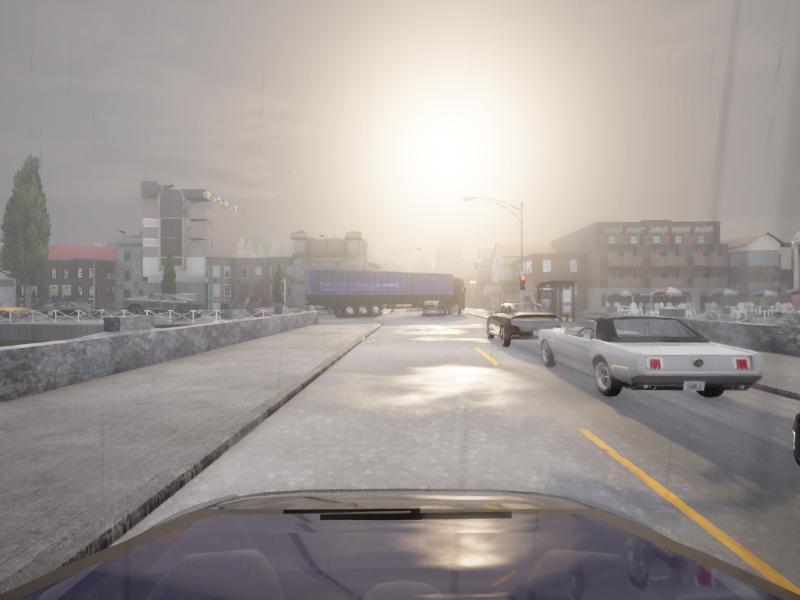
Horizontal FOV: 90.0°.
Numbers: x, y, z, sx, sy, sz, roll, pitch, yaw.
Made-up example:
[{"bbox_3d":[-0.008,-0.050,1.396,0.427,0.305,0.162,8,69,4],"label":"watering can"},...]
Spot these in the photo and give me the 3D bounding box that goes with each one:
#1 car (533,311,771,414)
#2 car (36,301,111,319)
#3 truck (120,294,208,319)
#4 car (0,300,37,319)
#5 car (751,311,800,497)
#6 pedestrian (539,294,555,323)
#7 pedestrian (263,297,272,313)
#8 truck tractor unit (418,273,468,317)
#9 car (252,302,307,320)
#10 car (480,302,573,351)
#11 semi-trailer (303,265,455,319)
[{"bbox_3d":[4.303,0.944,7.966,1.895,1.301,4.718,0,0,2],"label":"car"},{"bbox_3d":[-28.550,0.836,35.105,4.902,1.511,2.128,0,0,2],"label":"car"},{"bbox_3d":[-20.415,0.542,34.832,6.274,2.098,2.390,0,0,2],"label":"truck"},{"bbox_3d":[-35.539,0.801,35.340,5.366,1.575,1.801,0,0,2],"label":"car"},{"bbox_3d":[4.079,0.844,1.222,1.837,1.490,4.892,0,0,2],"label":"car"},{"bbox_3d":[9.565,0.533,26.099,0.751,1.860,0.751,0,0,-5],"label":"pedestrian"},{"bbox_3d":[-14.987,0.547,45.159,0.751,1.860,0.751,0,0,1],"label":"pedestrian"},{"bbox_3d":[4.611,-0.526,41.717,3.053,4.208,6.516,0,0,27],"label":"truck tractor unit"},{"bbox_3d":[-10.199,0.922,34.124,4.181,1.385,1.994,-1,0,-5],"label":"car"},{"bbox_3d":[4.438,0.836,14.911,2.128,1.511,4.902,0,0,3],"label":"car"},{"bbox_3d":[-1.530,-0.621,37.144,14.254,4.402,2.717,0,0,-29],"label":"semi-trailer"}]
